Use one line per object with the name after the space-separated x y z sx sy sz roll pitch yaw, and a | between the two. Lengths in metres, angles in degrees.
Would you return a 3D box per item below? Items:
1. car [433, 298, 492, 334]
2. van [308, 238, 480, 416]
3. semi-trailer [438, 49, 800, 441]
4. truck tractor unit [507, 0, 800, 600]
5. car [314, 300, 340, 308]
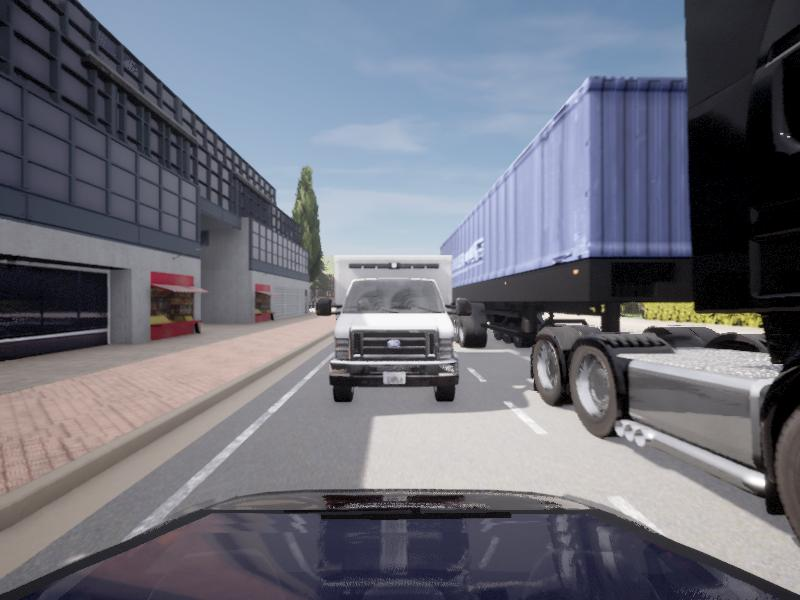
3.110 0.729 20.921 2.242 1.667 4.611 0 0 -1 | car
-0.141 0.365 8.648 2.351 2.431 6.366 0 0 -1 | van
3.300 -0.635 11.644 2.717 4.402 14.254 0 0 -1 | semi-trailer
3.464 -0.529 3.736 3.053 4.208 6.516 0 0 -1 | truck tractor unit
-14.255 0.746 78.601 4.792 1.488 2.163 0 0 -2 | car
